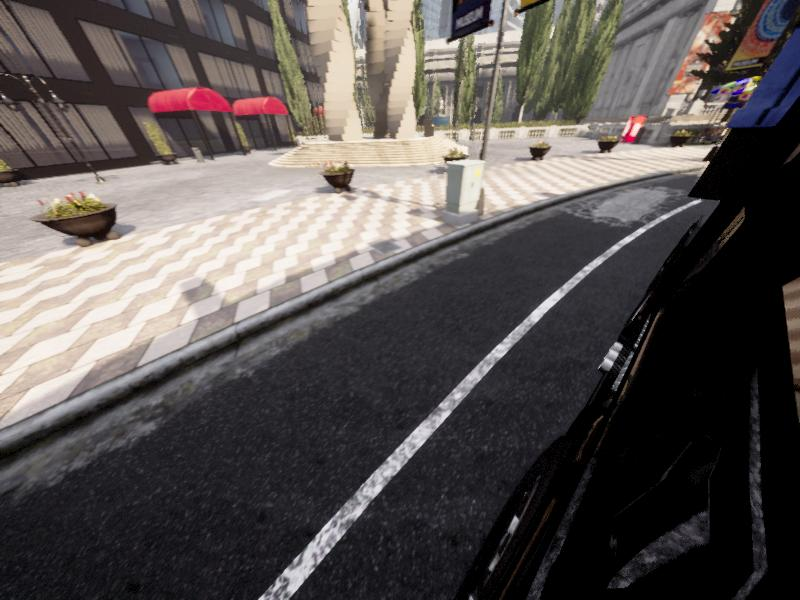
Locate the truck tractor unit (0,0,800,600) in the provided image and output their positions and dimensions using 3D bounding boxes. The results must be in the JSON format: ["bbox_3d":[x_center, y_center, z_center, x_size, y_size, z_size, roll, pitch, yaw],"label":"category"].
[{"bbox_3d":[2.645,-0.295,0.351,6.516,4.208,3.053,-28,44,-30],"label":"truck tractor unit"}]

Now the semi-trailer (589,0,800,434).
[{"bbox_3d":[9.295,-3.114,3.529,14.254,4.402,2.717,-21,40,-22],"label":"semi-trailer"}]
